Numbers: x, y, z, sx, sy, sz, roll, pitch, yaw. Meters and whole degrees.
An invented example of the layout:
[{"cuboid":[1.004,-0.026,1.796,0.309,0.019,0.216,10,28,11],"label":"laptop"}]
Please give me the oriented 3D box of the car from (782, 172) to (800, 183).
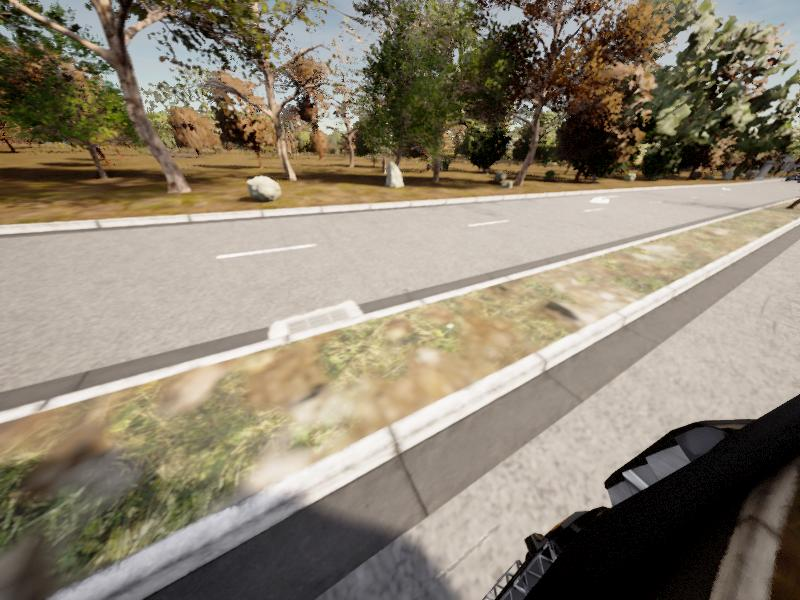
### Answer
[{"cuboid":[73.639,-22.744,42.910,3.705,1.549,1.789,-15,37,-24],"label":"car"}]
